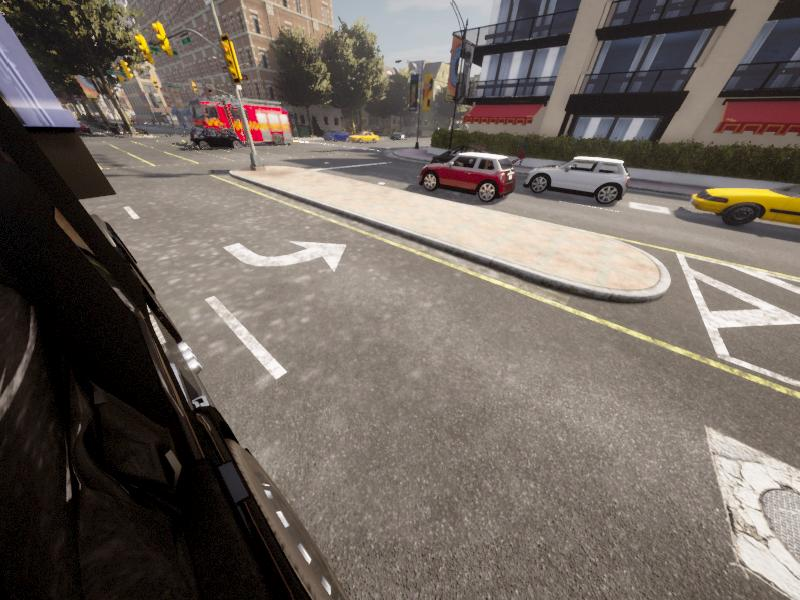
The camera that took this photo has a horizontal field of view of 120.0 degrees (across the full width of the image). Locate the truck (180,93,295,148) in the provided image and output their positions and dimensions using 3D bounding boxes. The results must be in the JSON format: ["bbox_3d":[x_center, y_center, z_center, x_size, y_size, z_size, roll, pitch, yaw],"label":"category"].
[{"bbox_3d":[-15.865,-18.159,23.709,2.891,3.827,8.468,27,43,29],"label":"truck"}]

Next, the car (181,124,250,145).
[{"bbox_3d":[-19.714,-17.912,24.960,1.930,1.638,5.238,27,43,29],"label":"car"}]

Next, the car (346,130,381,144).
[{"bbox_3d":[-5.449,-24.649,34.911,1.801,1.575,5.366,27,43,29],"label":"car"}]

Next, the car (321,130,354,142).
[{"bbox_3d":[-9.497,-25.118,35.398,1.812,1.442,4.674,29,44,30],"label":"car"}]

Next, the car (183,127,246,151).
[{"bbox_3d":[-15.881,-13.931,19.975,1.845,1.501,3.633,27,43,29],"label":"car"}]

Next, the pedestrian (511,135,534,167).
[{"bbox_3d":[8.797,-10.707,16.656,0.751,1.860,0.751,27,43,29],"label":"pedestrian"}]

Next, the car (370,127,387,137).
[{"bbox_3d":[-5.424,-41.907,57.712,3.866,1.878,1.905,30,44,31],"label":"car"}]

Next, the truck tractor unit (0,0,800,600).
[{"bbox_3d":[-2.645,-0.295,0.351,6.516,4.208,3.053,28,44,30],"label":"truck tractor unit"}]

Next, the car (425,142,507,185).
[{"bbox_3d":[3.490,-7.613,12.737,3.705,1.549,1.789,28,43,29],"label":"car"}]

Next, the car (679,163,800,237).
[{"bbox_3d":[12.687,-2.809,6.877,5.366,1.575,1.801,28,43,29],"label":"car"}]

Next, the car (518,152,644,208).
[{"bbox_3d":[7.680,-5.387,10.092,3.806,1.475,1.970,28,44,30],"label":"car"}]

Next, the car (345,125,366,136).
[{"bbox_3d":[-11.943,-45.454,61.912,5.566,2.045,2.150,27,43,30],"label":"car"}]

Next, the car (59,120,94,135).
[{"bbox_3d":[-39.822,-21.264,28.460,4.718,1.301,1.895,28,43,29],"label":"car"}]

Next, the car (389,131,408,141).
[{"bbox_3d":[-0.279,-32.184,45.356,2.038,1.542,4.974,14,38,15],"label":"car"}]

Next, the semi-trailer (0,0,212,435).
[{"bbox_3d":[-9.457,-2.940,3.286,14.254,4.402,2.717,19,40,20],"label":"semi-trailer"}]

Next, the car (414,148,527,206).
[{"bbox_3d":[2.759,-5.248,9.597,3.806,1.475,1.970,28,43,29],"label":"car"}]

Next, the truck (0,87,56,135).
[{"bbox_3d":[-42.459,-20.962,25.779,8.468,3.827,2.891,28,43,29],"label":"truck"}]
